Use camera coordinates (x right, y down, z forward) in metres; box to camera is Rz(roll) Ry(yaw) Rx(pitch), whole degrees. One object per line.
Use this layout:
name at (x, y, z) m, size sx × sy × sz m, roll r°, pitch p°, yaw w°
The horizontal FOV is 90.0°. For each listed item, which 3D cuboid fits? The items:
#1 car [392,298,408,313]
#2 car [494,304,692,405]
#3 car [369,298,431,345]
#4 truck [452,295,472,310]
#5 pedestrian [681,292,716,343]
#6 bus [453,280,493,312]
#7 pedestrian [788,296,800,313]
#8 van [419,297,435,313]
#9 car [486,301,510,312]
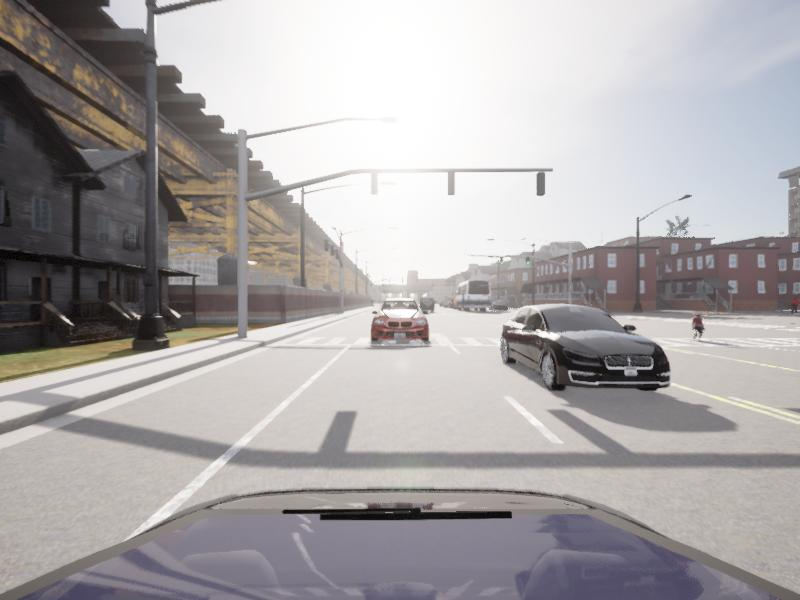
car at (-0.003, 0.664, 52.038) m, size 1.905 × 1.878 × 3.866 m, roll 0°, pitch 0°, yaw 0°
car at (3.499, 0.848, 8.495) m, size 1.837 × 1.490 × 4.892 m, roll 0°, pitch 0°, yaw 0°
car at (0.000, 0.762, 16.589) m, size 2.242 × 1.667 × 4.611 m, roll 0°, pitch 0°, yaw 0°
truck at (10.500, 0.377, 68.634) m, size 2.627 × 2.467 × 5.204 m, roll 0°, pitch 0°, yaw 0°
pedestrian at (11.305, 0.643, 15.182) m, size 0.751 × 1.860 × 0.751 m, roll 0°, pitch 0°, yaw -12°
bus at (10.379, -0.521, 58.242) m, size 3.944 × 4.253 × 10.273 m, roll 0°, pitch -1°, yaw 0°
pedestrian at (42.390, 0.499, 42.922) m, size 0.751 × 1.860 × 0.751 m, roll 0°, pitch 0°, yaw -1°
van at (3.500, 0.616, 51.854) m, size 1.775 × 1.987 × 4.442 m, roll 0°, pitch 0°, yaw 0°
car at (14.002, 0.914, 57.488) m, size 2.033 × 1.411 × 5.357 m, roll 0°, pitch 0°, yaw 0°
